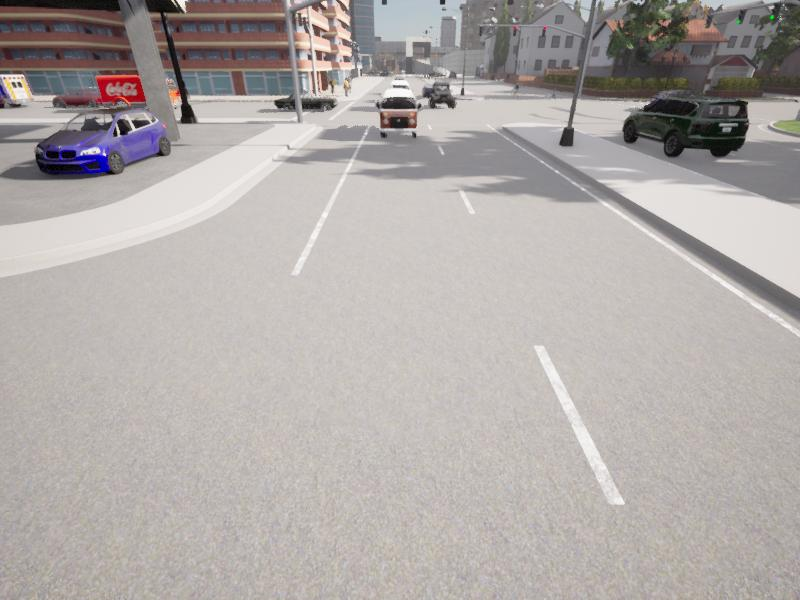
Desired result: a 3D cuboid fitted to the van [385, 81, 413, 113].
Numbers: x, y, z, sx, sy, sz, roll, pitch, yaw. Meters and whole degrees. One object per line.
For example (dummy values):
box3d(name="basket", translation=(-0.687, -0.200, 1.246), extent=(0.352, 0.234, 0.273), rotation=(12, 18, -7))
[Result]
box3d(name="van", translation=(-0.058, -16.190, 31.732), extent=(2.069, 2.038, 4.480), rotation=(0, 30, 0))

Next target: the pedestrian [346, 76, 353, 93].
box3d(name="pedestrian", translation=(-6.343, -27.036, 50.131), extent=(0.751, 1.860, 0.751), rotation=(-4, 31, -7))

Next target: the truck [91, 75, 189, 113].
box3d(name="truck", translation=(-19.608, -15.750, 30.550), extent=(5.204, 2.467, 2.627), rotation=(-1, 30, -1))

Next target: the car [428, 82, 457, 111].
box3d(name="car", translation=(3.439, -16.792, 32.904), extent=(1.905, 1.878, 3.866), rotation=(0, 30, 0))

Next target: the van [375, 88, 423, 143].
box3d(name="van", translation=(-0.060, -9.284, 19.896), extent=(2.069, 2.038, 4.480), rotation=(0, 30, 0))

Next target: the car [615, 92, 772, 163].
box3d(name="car", translation=(11.468, -7.246, 16.400), extent=(2.150, 2.045, 5.566), rotation=(0, 30, 0))

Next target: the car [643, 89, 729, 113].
box3d(name="car", translation=(22.084, -15.496, 31.091), extent=(4.792, 1.488, 2.163), rotation=(2, 30, 3))

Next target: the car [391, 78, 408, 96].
box3d(name="car", translation=(-0.092, -25.819, 48.385), extent=(1.932, 1.855, 4.605), rotation=(0, 30, -1))

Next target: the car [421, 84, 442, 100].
box3d(name="car", translation=(3.423, -23.043, 44.201), extent=(1.895, 1.301, 4.718), rotation=(0, 30, 0))

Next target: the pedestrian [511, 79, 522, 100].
box3d(name="pedestrian", translation=(11.934, -21.593, 41.111), extent=(0.751, 1.860, 0.751), rotation=(2, 30, 4))

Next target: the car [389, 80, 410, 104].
box3d(name="car", translation=(-0.069, -20.106, 38.591), extent=(1.932, 1.855, 4.605), rotation=(0, 31, 0))

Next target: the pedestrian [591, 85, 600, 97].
box3d(name="pedestrian", translation=(21.259, -22.700, 43.476), extent=(0.500, 1.100, 0.500), rotation=(-3, 30, -5))

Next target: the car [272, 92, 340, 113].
box3d(name="car", translation=(-7.193, -15.352, 31.029), extent=(4.718, 1.301, 1.895), rotation=(0, 30, -1))

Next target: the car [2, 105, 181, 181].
box3d(name="car", translation=(-9.740, -5.374, 13.333), extent=(2.242, 1.667, 4.611), rotation=(0, 30, 0))

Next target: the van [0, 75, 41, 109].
box3d(name="van", translation=(-34.632, -17.366, 33.357), extent=(6.366, 2.431, 2.351), rotation=(-1, 30, -1))

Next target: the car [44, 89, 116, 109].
box3d(name="car", translation=(-26.862, -16.976, 33.737), extent=(4.181, 1.385, 1.994), rotation=(0, 30, 0))

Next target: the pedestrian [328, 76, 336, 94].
box3d(name="pedestrian", translation=(-7.960, -25.230, 47.008), extent=(0.751, 1.860, 0.751), rotation=(-3, 30, -4))

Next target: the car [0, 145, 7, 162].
box3d(name="car", translation=(-15.484, -4.846, 12.749), extent=(1.970, 1.475, 3.806), rotation=(0, 30, 0))

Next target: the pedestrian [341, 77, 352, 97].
box3d(name="pedestrian", translation=(-5.846, -23.160, 43.493), extent=(0.751, 1.860, 0.751), rotation=(26, 39, 37))
